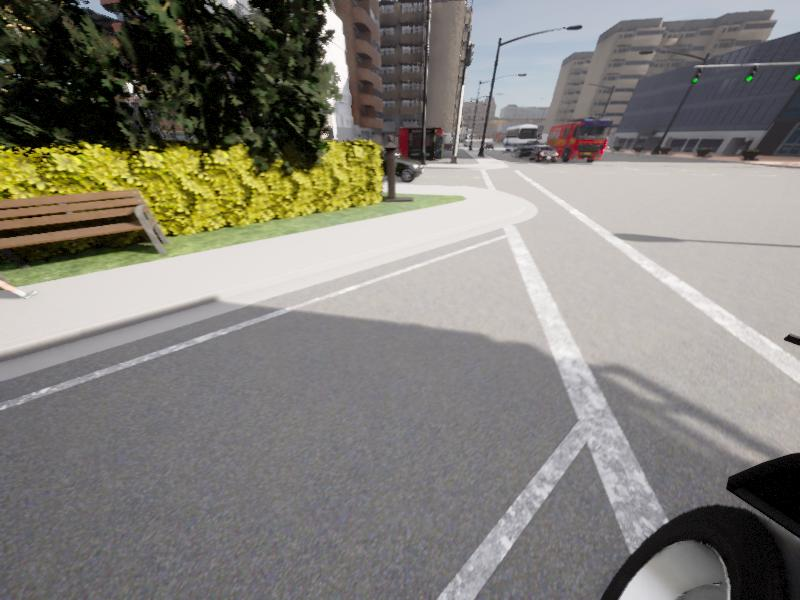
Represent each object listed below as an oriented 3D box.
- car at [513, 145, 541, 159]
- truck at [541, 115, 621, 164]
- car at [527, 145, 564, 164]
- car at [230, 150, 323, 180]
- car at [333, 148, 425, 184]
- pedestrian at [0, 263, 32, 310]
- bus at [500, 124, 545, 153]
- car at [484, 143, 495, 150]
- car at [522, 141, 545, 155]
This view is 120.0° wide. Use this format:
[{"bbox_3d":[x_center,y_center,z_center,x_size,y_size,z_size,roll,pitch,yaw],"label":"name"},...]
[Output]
[{"bbox_3d":[16.393,-19.246,29.998,1.994,1.385,4.181,6,35,9],"label":"car"},{"bbox_3d":[19.011,-17.480,25.302,2.891,3.827,8.468,6,35,8],"label":"truck"},{"bbox_3d":[15.111,-15.366,24.321,1.970,1.475,3.806,6,35,8],"label":"car"},{"bbox_3d":[-7.950,-8.950,15.240,4.792,1.488,2.163,6,36,9],"label":"car"},{"bbox_3d":[-1.137,-8.277,14.139,5.027,1.651,2.152,6,36,9],"label":"car"},{"bbox_3d":[-6.090,-0.383,3.209,0.500,1.100,0.500,-29,45,-34],"label":"pedestrian"},{"bbox_3d":[23.253,-31.180,44.758,3.944,4.253,10.273,4,35,5],"label":"bus"},{"bbox_3d":[22.513,-38.755,58.266,1.994,1.385,4.181,6,35,8],"label":"car"},{"bbox_3d":[21.509,-24.649,37.361,1.905,1.878,3.866,6,35,8],"label":"car"}]
